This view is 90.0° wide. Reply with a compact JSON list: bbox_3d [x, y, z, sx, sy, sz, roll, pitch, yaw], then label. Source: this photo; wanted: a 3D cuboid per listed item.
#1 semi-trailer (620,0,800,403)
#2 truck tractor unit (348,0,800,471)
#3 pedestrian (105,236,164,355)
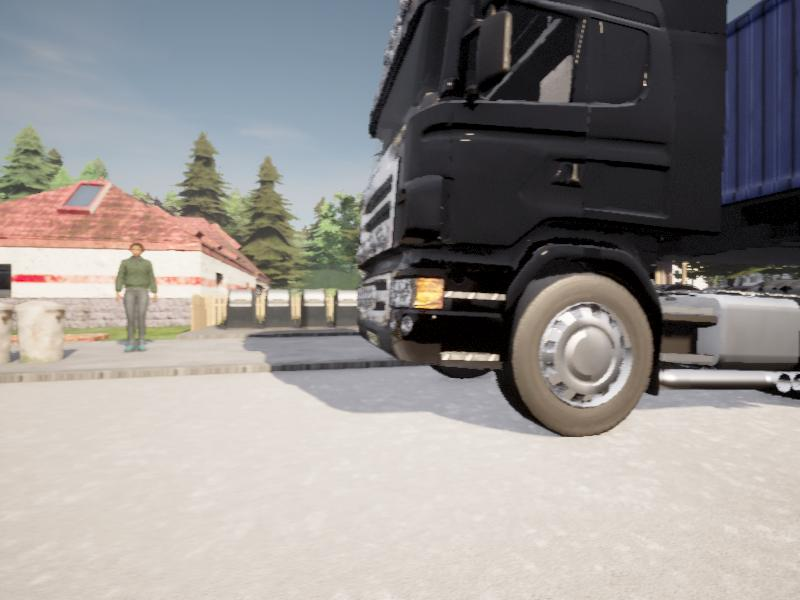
[{"bbox_3d":[10.554,-1.236,6.348,14.254,4.402,2.717,0,0,-14],"label":"semi-trailer"},{"bbox_3d":[2.865,-1.130,4.489,6.516,4.208,3.053,0,0,-14],"label":"truck tractor unit"},{"bbox_3d":[-4.449,-0.074,6.757,0.751,1.860,0.751,0,0,-28],"label":"pedestrian"}]
